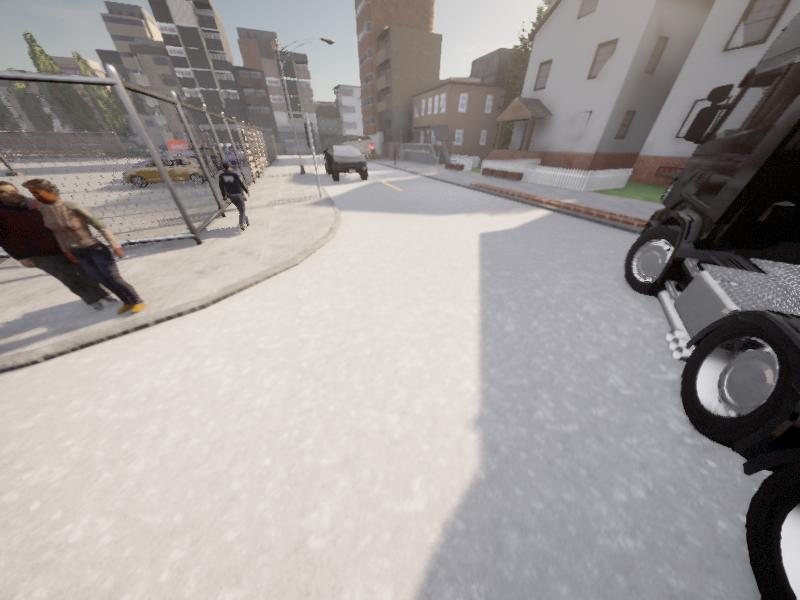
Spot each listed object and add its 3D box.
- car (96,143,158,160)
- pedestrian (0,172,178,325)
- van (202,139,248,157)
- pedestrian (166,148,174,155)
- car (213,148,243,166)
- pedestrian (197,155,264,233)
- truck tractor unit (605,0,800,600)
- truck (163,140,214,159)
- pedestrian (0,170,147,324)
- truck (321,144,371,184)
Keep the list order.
[{"bbox_3d":[-41.987,-23.086,35.782,5.566,2.045,2.150,-12,36,-17],"label":"car"},{"bbox_3d":[-4.165,-0.622,3.103,0.751,1.860,0.751,-1,34,-1],"label":"pedestrian"},{"bbox_3d":[-31.942,-27.900,42.388,5.915,2.561,1.988,-13,36,-18],"label":"van"},{"bbox_3d":[-42.933,-27.707,43.120,0.500,1.100,0.500,-3,35,-4],"label":"pedestrian"},{"bbox_3d":[-19.891,-16.704,26.862,1.789,1.547,3.705,-12,36,-17],"label":"car"},{"bbox_3d":[-4.648,-2.955,6.500,0.751,1.860,0.751,-7,35,-10],"label":"pedestrian"},{"bbox_3d":[4.462,-0.679,1.346,3.053,4.208,6.516,20,39,25],"label":"truck tractor unit"},{"bbox_3d":[-34.533,-24.848,37.997,5.204,2.467,2.627,-12,36,-17],"label":"truck"},{"bbox_3d":[-4.777,-0.698,3.213,0.751,1.860,0.751,12,36,17],"label":"pedestrian"},{"bbox_3d":[-4.188,-10.331,17.263,2.390,2.098,6.274,-12,36,-17],"label":"truck"}]
